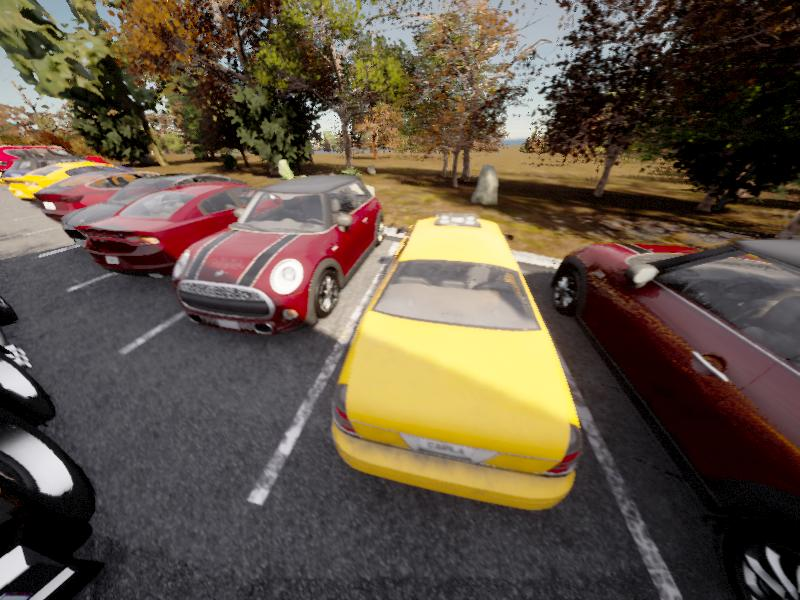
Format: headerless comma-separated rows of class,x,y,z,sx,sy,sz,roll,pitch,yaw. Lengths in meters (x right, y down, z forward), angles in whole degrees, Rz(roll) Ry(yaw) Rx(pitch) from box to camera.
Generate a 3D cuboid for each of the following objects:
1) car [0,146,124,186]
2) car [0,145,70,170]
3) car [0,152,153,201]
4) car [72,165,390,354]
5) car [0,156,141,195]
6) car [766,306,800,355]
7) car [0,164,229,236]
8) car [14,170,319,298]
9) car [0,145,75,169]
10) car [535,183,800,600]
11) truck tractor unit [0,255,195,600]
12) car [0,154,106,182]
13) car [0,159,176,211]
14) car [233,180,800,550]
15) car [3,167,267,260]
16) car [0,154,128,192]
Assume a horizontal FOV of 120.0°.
car,-24.356,-9.576,16.235,2.435,2.045,5.566,8,35,11
car,-39.264,-15.046,24.285,1.878,1.987,4.442,8,35,11
car,-16.913,-6.687,12.230,2.185,1.767,4.553,7,35,11
car,-1.812,-1.414,4.510,2.185,1.767,4.553,7,35,9
car,-19.398,-7.509,13.657,2.231,1.521,4.892,7,35,11
car,5.835,1.278,0.858,2.002,1.452,4.674,6,34,9
car,-9.398,-3.904,8.431,2.163,1.488,4.792,7,35,10
car,-4.362,-2.154,5.815,2.097,1.535,5.008,6,35,10
car,-41.713,-16.077,25.749,2.435,2.045,5.566,8,35,11
car,3.268,0.319,1.969,2.185,1.767,4.553,6,35,9
truck tractor unit,-5.096,-0.313,0.807,6.516,4.208,3.053,19,39,25
car,-26.843,-10.239,17.703,2.163,1.488,4.792,8,35,11
car,-14.415,-5.691,10.995,2.097,1.535,5.008,7,35,11
car,0.754,-0.545,3.454,1.946,1.575,5.366,6,35,9
car,-6.885,-2.986,7.086,2.163,1.488,4.792,7,35,10
car,-21.916,-8.330,14.851,1.946,1.575,5.366,8,35,11
